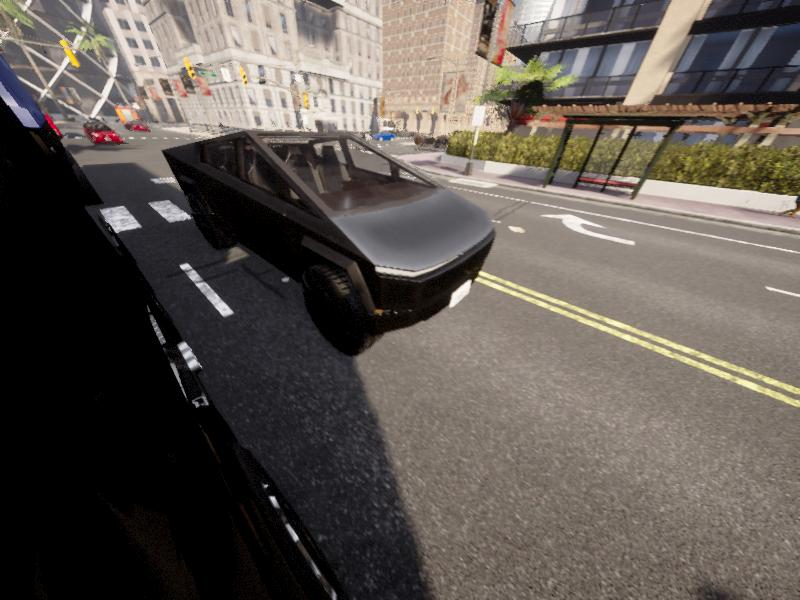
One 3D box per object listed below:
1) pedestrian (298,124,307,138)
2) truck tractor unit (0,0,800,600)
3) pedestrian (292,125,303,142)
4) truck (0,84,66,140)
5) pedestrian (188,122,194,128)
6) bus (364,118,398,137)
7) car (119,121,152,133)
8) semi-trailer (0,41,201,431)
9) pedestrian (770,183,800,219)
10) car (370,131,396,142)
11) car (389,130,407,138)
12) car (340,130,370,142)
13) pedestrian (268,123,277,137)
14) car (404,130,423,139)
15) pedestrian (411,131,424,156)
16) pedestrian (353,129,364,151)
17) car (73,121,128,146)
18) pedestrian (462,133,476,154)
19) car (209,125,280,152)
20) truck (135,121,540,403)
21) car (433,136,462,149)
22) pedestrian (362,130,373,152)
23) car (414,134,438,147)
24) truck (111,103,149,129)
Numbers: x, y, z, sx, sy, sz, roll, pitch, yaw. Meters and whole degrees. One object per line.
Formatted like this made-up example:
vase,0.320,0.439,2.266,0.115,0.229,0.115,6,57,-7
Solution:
pedestrian,-16.065,-27.750,37.983,0.751,1.860,0.751,18,39,20
truck tractor unit,-2.645,-0.295,0.351,6.516,4.208,3.053,28,44,30
pedestrian,-14.311,-23.256,32.326,0.751,1.860,0.751,-29,47,-35
truck,-36.523,-18.183,22.476,8.468,3.827,2.891,28,44,30
pedestrian,-49.138,-41.026,54.274,0.500,1.100,0.500,-18,41,-25
bus,-5.975,-52.713,70.413,10.273,4.253,3.944,27,43,30
car,-42.719,-27.987,37.275,4.181,1.385,1.994,21,40,22
semi-trailer,-8.700,-3.601,4.230,14.254,4.402,2.717,28,44,30
pedestrian,13.846,-3.467,7.999,0.500,1.100,0.500,30,45,32
car,-3.048,-30.274,42.778,1.882,1.535,5.008,28,43,29
car,-0.560,-45.988,64.022,4.514,1.525,2.007,27,43,29
car,-7.360,-27.264,38.498,1.837,1.490,4.892,28,43,29
pedestrian,-20.798,-27.700,37.608,0.751,1.860,0.751,-20,42,-27
car,3.716,-46.516,64.911,5.238,1.638,1.930,27,43,29
pedestrian,1.567,-14.094,20.815,0.751,1.860,0.751,16,39,17
pedestrian,-4.392,-17.032,24.624,0.751,1.860,0.751,29,44,31
car,-26.416,-14.695,20.378,4.514,1.525,2.007,26,43,28
pedestrian,7.457,-16.949,25.027,0.751,1.860,0.751,27,43,29
car,-13.625,-14.450,20.657,4.553,1.767,2.097,-7,38,-13
truck,-1.665,-1.629,3.985,6.274,2.098,2.390,28,44,30
car,7.019,-23.153,33.919,1.837,1.490,4.892,28,43,29
pedestrian,-3.416,-16.679,24.213,0.751,1.860,0.751,32,46,33
car,4.012,-24.377,35.316,1.789,1.549,3.705,28,43,30
truck,-56.366,-38.616,48.586,2.891,3.827,8.468,-21,43,-28
